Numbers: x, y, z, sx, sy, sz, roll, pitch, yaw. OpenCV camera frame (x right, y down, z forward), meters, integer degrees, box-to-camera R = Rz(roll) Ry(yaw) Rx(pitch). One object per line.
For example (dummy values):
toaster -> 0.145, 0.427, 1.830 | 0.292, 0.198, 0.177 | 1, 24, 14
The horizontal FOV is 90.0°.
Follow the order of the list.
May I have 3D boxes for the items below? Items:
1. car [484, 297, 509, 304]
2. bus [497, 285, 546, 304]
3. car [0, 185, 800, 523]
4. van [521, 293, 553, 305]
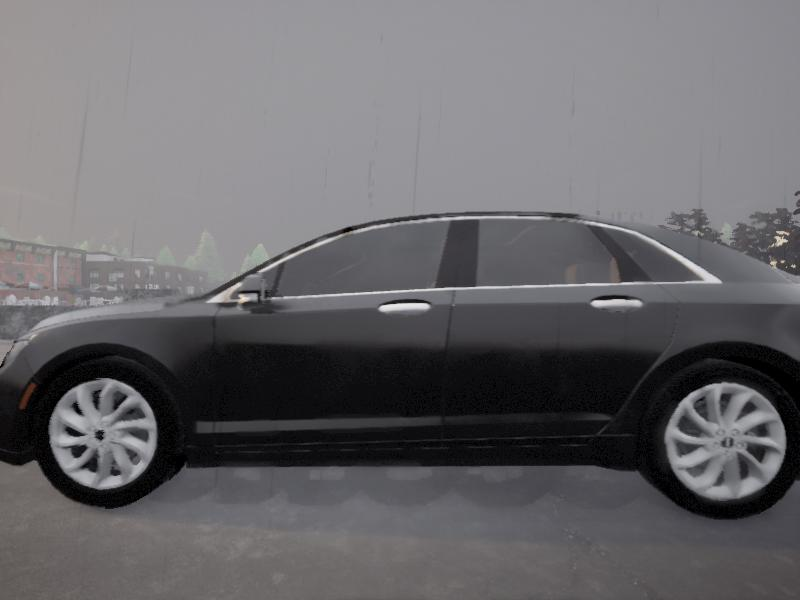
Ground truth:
car -> 21.280, 0.196, 88.501 | 4.974, 1.542, 2.038 | 0, 0, 2
bus -> 27.842, -1.139, 92.168 | 10.273, 4.253, 3.944 | 0, 0, 2
car -> 0.107, 0.244, 2.735 | 4.892, 1.490, 1.837 | 0, 0, 2
van -> 30.180, -0.227, 88.208 | 6.366, 2.431, 2.351 | 0, 0, 2
